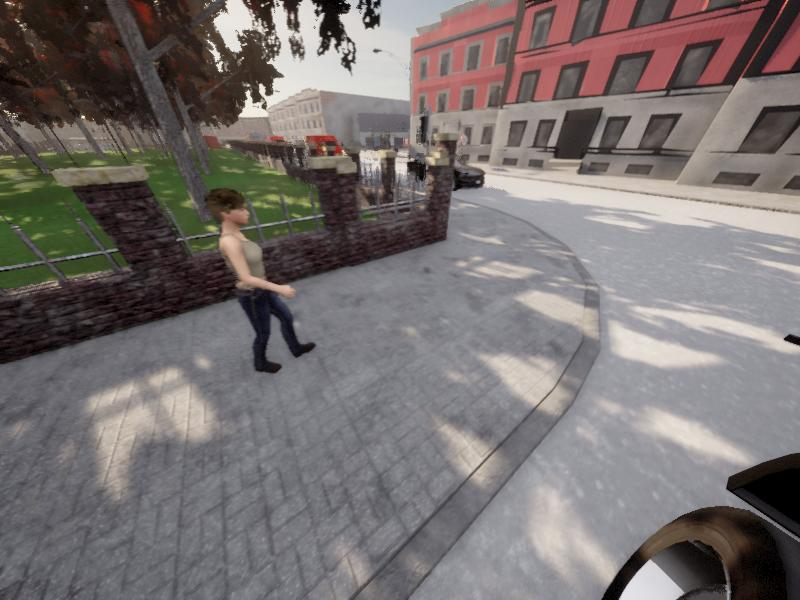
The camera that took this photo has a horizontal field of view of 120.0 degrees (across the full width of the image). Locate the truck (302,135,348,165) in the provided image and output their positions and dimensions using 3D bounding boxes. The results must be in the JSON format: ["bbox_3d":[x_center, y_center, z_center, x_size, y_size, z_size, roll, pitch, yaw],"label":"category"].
[{"bbox_3d":[-7.990,-15.997,24.509,2.627,2.467,5.204,-22,40,-27],"label":"truck"}]

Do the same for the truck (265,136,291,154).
[{"bbox_3d":[-21.437,-27.245,40.604,2.627,2.467,5.204,-21,39,-27],"label":"truck"}]

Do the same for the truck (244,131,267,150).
[{"bbox_3d":[-36.419,-40.141,58.160,2.891,3.827,8.468,-22,40,-27],"label":"truck"}]

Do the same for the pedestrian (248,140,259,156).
[{"bbox_3d":[-21.133,-21.956,33.365,0.751,1.860,0.751,-22,41,-28],"label":"pedestrian"}]

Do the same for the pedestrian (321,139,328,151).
[{"bbox_3d":[-14.655,-30.249,45.071,0.751,1.860,0.751,-25,42,-31],"label":"pedestrian"}]

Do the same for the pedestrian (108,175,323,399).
[{"bbox_3d":[-1.316,-0.051,2.153,0.751,1.860,0.751,-12,37,-15],"label":"pedestrian"}]

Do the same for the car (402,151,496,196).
[{"bbox_3d":[2.292,-7.008,12.490,1.882,1.535,5.008,-22,41,-27],"label":"car"}]

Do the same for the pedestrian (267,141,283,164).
[{"bbox_3d":[-12.386,-14.630,22.909,0.751,1.860,0.751,-22,40,-27],"label":"pedestrian"}]

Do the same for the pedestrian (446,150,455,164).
[{"bbox_3d":[4.913,-13.883,22.374,0.500,1.100,0.500,-28,43,-33],"label":"pedestrian"}]

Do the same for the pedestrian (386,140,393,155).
[{"bbox_3d":[-1.520,-23.037,34.828,0.751,1.860,0.751,-14,37,-18],"label":"pedestrian"}]

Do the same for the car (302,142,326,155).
[{"bbox_3d":[-14.188,-24.923,37.941,2.033,1.649,4.856,-22,40,-27],"label":"car"}]
